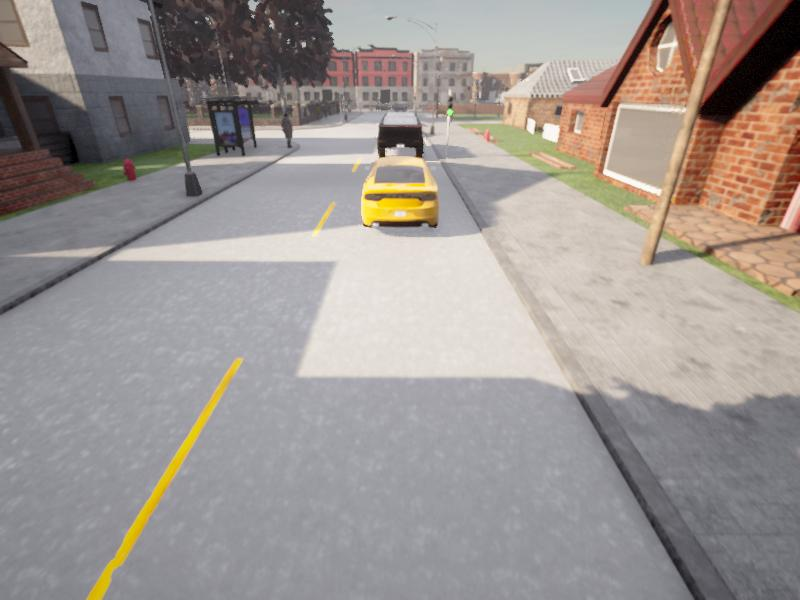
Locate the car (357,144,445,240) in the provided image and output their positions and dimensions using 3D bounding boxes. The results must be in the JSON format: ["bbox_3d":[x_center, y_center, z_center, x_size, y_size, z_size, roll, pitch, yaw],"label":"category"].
[{"bbox_3d":[0.010,-3.216,11.129,1.882,1.535,5.008,0,27,0],"label":"car"}]

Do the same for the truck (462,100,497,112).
[{"bbox_3d":[15.429,-37.862,78.140,6.274,2.098,2.390,0,27,0],"label":"truck"}]

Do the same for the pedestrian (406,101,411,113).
[{"bbox_3d":[1.451,-33.485,69.307,0.751,1.860,0.751,3,27,5],"label":"pedestrian"}]

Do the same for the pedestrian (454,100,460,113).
[{"bbox_3d":[9.716,-33.002,68.200,0.751,1.860,0.751,-1,27,-3],"label":"pedestrian"}]

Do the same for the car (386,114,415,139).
[{"bbox_3d":[0.030,-13.768,31.576,2.128,1.511,4.902,0,27,0],"label":"car"}]

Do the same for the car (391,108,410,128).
[{"bbox_3d":[0.040,-18.412,40.458,1.851,1.617,3.988,0,27,0],"label":"car"}]

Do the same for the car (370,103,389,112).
[{"bbox_3d":[-3.955,-37.681,78.238,3.705,1.549,1.789,0,27,0],"label":"car"}]

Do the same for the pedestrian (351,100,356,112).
[{"bbox_3d":[-8.080,-33.907,69.832,0.751,1.860,0.751,2,27,4],"label":"pedestrian"}]

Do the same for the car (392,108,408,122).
[{"bbox_3d":[0.040,-23.145,49.955,1.895,1.301,4.718,0,27,0],"label":"car"}]

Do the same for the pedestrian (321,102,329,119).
[{"bbox_3d":[-9.217,-23.340,49.376,0.751,1.860,0.751,0,27,0],"label":"pedestrian"}]

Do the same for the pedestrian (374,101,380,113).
[{"bbox_3d":[-3.895,-33.314,68.938,0.751,1.860,0.751,8,28,16],"label":"pedestrian"}]

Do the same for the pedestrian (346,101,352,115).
[{"bbox_3d":[-7.712,-29.153,60.634,0.751,1.860,0.751,2,27,4],"label":"pedestrian"}]

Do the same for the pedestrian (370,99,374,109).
[{"bbox_3d":[-5.665,-39.690,81.036,0.751,1.860,0.751,-1,27,-3],"label":"pedestrian"}]

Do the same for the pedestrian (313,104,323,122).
[{"bbox_3d":[-9.083,-20.711,44.289,0.751,1.860,0.751,0,27,-1],"label":"pedestrian"}]

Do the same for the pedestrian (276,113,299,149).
[{"bbox_3d":[-6.537,-9.863,23.276,0.751,1.860,0.751,12,30,21],"label":"pedestrian"}]

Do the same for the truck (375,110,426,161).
[{"bbox_3d":[0.022,-9.275,22.241,2.390,2.098,6.274,0,27,0],"label":"truck"}]

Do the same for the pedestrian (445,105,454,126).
[{"bbox_3d":[4.993,-18.758,40.606,0.751,1.860,0.751,4,28,7],"label":"pedestrian"}]

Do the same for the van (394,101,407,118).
[{"bbox_3d":[0.055,-26.984,56.640,1.775,1.987,4.442,0,27,0],"label":"van"}]
